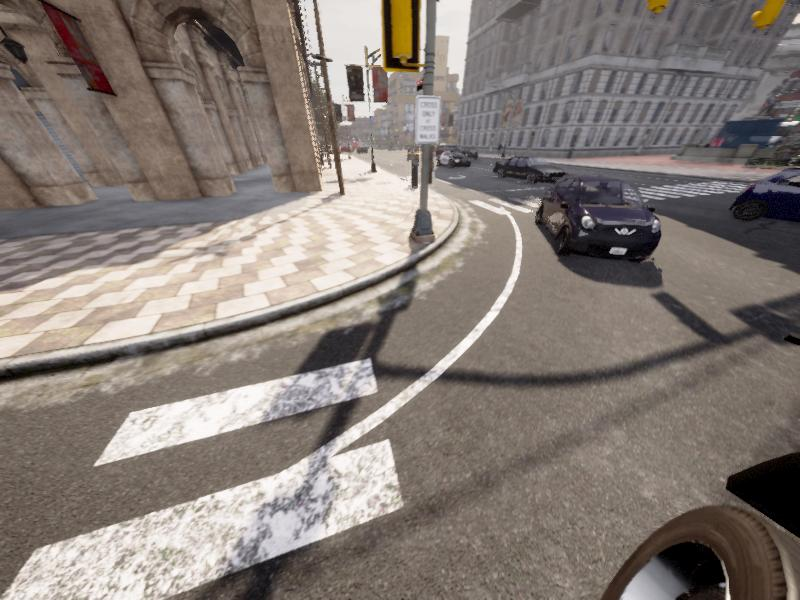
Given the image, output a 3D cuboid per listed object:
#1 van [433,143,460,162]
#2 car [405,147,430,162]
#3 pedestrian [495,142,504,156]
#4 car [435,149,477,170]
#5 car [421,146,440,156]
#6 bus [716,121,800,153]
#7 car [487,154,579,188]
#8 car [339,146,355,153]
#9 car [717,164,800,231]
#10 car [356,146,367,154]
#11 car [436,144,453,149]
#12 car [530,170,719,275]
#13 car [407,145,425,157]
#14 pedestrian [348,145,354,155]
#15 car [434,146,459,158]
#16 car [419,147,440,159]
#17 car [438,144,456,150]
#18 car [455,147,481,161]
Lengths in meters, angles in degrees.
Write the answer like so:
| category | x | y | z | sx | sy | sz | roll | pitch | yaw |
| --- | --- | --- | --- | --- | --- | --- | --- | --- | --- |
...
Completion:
| category | x | y | z | sx | sy | sz | roll | pitch | yaw |
| --- | --- | --- | --- | --- | --- | --- | --- | --- | --- |
| van | 6.297 | -20.486 | 32.022 | 1.775 | 1.987 | 4.442 | -10 | 35 | -12 |
| car | 2.367 | -20.870 | 33.024 | 1.801 | 1.575 | 5.366 | -10 | 35 | -13 |
| pedestrian | 16.204 | -24.607 | 37.618 | 0.751 | 1.860 | 0.751 | -5 | 35 | -6 |
| car | 5.516 | -14.511 | 23.737 | 2.038 | 1.542 | 4.974 | -10 | 35 | -12 |
| car | 5.788 | -28.510 | 44.132 | 2.007 | 1.525 | 4.514 | -10 | 35 | -13 |
| bus | 66.019 | -28.933 | 41.066 | 3.944 | 4.253 | 10.273 | -7 | 35 | -9 |
| car | 8.372 | -8.698 | 15.324 | 2.033 | 1.411 | 5.357 | -10 | 35 | -12 |
| car | -13.879 | -39.448 | 60.448 | 3.633 | 1.501 | 1.845 | -10 | 35 | -13 |
| car | 12.517 | -2.814 | 6.543 | 1.845 | 1.501 | 3.633 | -20 | 39 | -25 |
| car | -9.369 | -36.545 | 56.280 | 1.994 | 1.385 | 4.181 | -10 | 35 | -13 |
| car | 14.736 | -51.062 | 76.848 | 4.792 | 1.488 | 2.163 | -10 | 35 | -13 |
| car | 4.854 | -2.250 | 5.877 | 1.845 | 1.501 | 3.633 | 8 | 36 | 13 |
| car | 2.831 | -27.167 | 42.109 | 2.242 | 1.667 | 4.611 | -8 | 35 | -10 |
| pedestrian | -10.522 | -32.277 | 49.626 | 0.751 | 1.860 | 0.751 | 4 | 35 | 8 |
| car | 7.702 | -24.819 | 38.665 | 1.801 | 1.575 | 5.366 | -10 | 35 | -13 |
| car | 4.682 | -23.518 | 36.926 | 1.816 | 1.474 | 4.193 | -10 | 35 | -13 |
| car | 14.988 | -49.009 | 73.928 | 5.357 | 1.411 | 2.033 | -10 | 35 | -13 |
| car | 9.608 | -20.994 | 33.075 | 1.789 | 1.549 | 3.705 | -9 | 35 | -12 |
